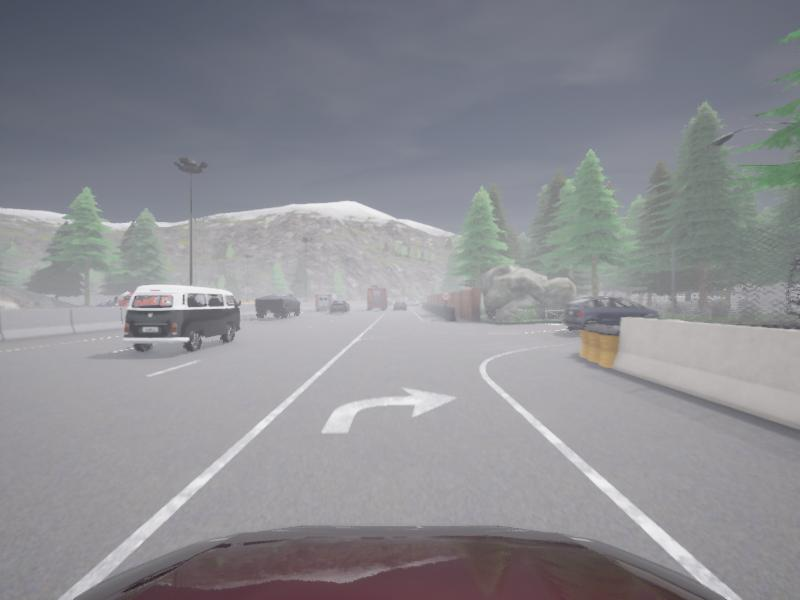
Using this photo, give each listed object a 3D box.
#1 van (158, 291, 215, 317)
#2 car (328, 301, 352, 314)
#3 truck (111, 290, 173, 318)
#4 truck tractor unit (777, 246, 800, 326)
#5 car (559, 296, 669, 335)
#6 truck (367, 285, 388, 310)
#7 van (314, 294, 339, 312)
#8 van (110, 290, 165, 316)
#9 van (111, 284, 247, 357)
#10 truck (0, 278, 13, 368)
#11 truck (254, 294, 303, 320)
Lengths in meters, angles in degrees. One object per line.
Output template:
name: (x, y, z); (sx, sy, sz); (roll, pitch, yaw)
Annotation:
van: (-21.000, 0.365, 39.788); (2.351, 2.431, 6.366); (0, 0, 0)
car: (-7.000, 0.820, 47.009); (2.128, 1.511, 4.902); (0, 0, 0)
truck: (-24.498, 0.344, 38.310); (2.627, 2.467, 5.204); (0, 0, 0)
truck tractor unit: (24.148, -0.729, 20.584); (6.516, 4.208, 3.053); (0, 0, 1)
car: (9.021, 0.622, 17.072); (3.705, 1.549, 1.789); (-1, 0, -2)
truck: (-3.486, -0.342, 64.414); (2.891, 3.827, 8.468); (0, 0, 0)
van: (-10.495, 0.358, 57.714); (2.351, 2.431, 6.366); (0, 0, 0)
van: (-28.002, 0.308, 43.018); (1.988, 2.561, 5.915); (0, 0, 0)
van: (-7.001, 0.568, 13.383); (2.069, 2.038, 4.480); (0, 0, 0)
truck: (-10.500, 0.540, 6.474); (2.390, 2.098, 6.274); (0, 0, 0)
truck: (-10.500, 0.531, 35.097); (2.390, 2.098, 6.274); (0, 0, 0)
